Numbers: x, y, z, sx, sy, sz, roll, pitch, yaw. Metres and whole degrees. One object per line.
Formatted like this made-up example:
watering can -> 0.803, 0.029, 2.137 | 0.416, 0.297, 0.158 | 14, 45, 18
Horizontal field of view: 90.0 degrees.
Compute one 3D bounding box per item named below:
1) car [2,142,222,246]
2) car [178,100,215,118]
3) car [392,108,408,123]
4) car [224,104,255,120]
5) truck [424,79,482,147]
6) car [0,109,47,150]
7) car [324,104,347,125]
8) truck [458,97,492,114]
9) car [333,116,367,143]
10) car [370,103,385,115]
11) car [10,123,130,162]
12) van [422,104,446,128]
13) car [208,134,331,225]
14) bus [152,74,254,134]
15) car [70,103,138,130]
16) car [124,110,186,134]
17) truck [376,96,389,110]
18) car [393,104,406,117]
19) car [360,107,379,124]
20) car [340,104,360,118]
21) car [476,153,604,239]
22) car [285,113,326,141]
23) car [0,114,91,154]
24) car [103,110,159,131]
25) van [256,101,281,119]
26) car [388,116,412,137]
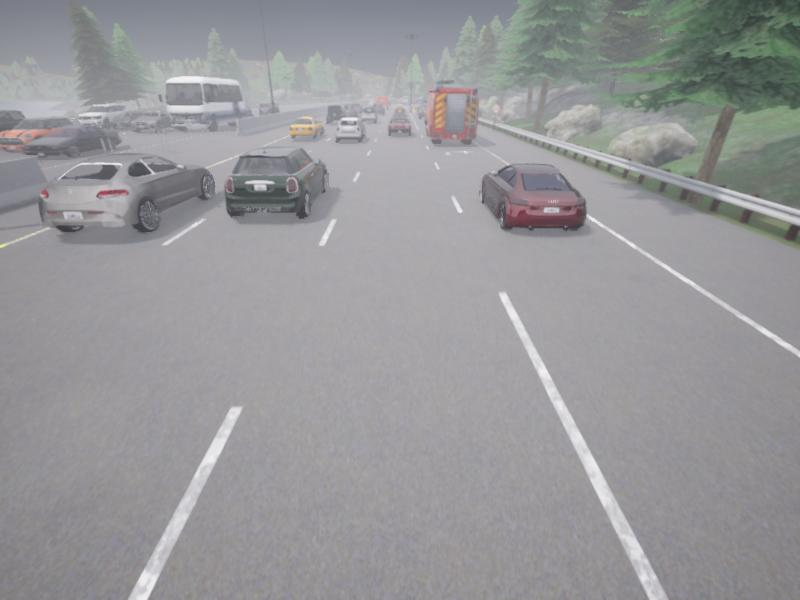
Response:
car -> -7.009, -3.081, 10.730 | 2.152, 1.651, 5.027 | 0, 27, 0
car -> -28.026, -26.500, 55.480 | 2.150, 2.045, 5.566 | 0, 27, 0
car -> -0.021, -21.725, 47.014 | 1.845, 1.501, 3.633 | 0, 28, 0
car -> -21.024, -24.793, 52.637 | 2.242, 1.667, 4.611 | 0, 27, 0
truck -> 3.495, -13.529, 28.659 | 2.891, 3.827, 8.468 | 0, 27, 0
car -> -24.512, -10.030, 23.597 | 2.150, 2.045, 5.566 | 0, 27, 0
car -> -7.019, -20.434, 44.064 | 1.905, 1.878, 3.866 | 0, 28, 0
truck -> 13.047, -33.956, 69.743 | 5.204, 2.467, 2.627 | 1, 27, -2
car -> -3.513, -12.292, 28.763 | 1.970, 1.475, 3.806 | 0, 27, 0
car -> -3.551, -30.855, 64.519 | 2.242, 1.667, 4.611 | 0, 27, 0
car -> -17.514, -8.655, 21.698 | 2.033, 1.411, 5.357 | 0, 27, 0
van -> 3.483, -19.218, 41.632 | 2.069, 2.038, 4.480 | 0, 28, 0
car -> -3.506, -3.779, 11.924 | 2.097, 1.767, 4.553 | 0, 27, 0
bus -> -17.394, -18.034, 36.761 | 3.944, 4.253, 10.273 | 0, 27, 0
car -> -28.015, -17.584, 38.190 | 2.150, 2.045, 5.566 | 0, 28, 0
car -> -21.017, -15.485, 34.656 | 2.152, 1.651, 5.027 | 0, 27, 0
truck -> -3.621, -41.975, 85.192 | 2.627, 2.467, 5.204 | 0, 27, 0
car -> -0.041, -29.144, 61.378 | 1.882, 1.535, 5.008 | 0, 28, 0
car -> -3.521, -21.483, 46.431 | 1.851, 1.617, 3.988 | 0, 27, 0
car -> -7.028, -26.639, 56.325 | 2.242, 1.667, 4.611 | 0, 27, 0
car -> 3.490, -3.020, 10.971 | 1.994, 1.385, 4.181 | 0, 27, 0
car -> -7.015, -13.195, 30.373 | 1.801, 1.575, 5.366 | 0, 27, 0
car -> -21.013, -9.790, 23.429 | 2.097, 1.767, 4.553 | 0, 27, 0
car -> -24.517, -16.530, 36.757 | 2.007, 1.525, 4.514 | 0, 27, 0
van -> -17.524, -25.448, 53.591 | 1.775, 1.987, 4.442 | 0, 27, 0
car -> -0.017, -14.512, 33.291 | 1.895, 1.301, 4.718 | 0, 27, 0
